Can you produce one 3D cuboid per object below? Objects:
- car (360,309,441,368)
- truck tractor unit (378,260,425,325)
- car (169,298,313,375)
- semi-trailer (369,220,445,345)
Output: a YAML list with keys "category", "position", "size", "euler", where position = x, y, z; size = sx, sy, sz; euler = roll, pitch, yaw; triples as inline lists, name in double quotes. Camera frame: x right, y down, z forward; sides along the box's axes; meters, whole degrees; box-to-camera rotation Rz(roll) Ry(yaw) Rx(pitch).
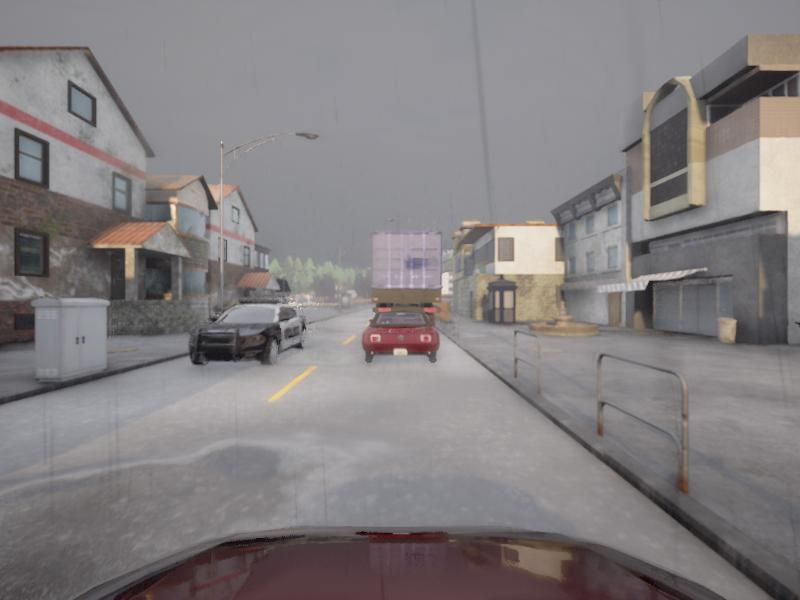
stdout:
- category: "car"
  position: [0.023, 0.951, 11.726]
  size: [1.895, 1.301, 4.718]
  euler: [0, 0, 0]
- category: "truck tractor unit"
  position: [0.067, -0.502, 29.229]
  size: [3.053, 4.208, 6.516]
  euler: [0, 0, 0]
- category: "car"
  position: [-3.981, 0.777, 11.186]
  size: [1.930, 1.638, 5.238]
  euler: [0, 0, 0]
- category: "semi-trailer"
  position: [0.158, -0.605, 21.315]
  size: [2.717, 4.402, 14.254]
  euler: [0, 0, -1]
